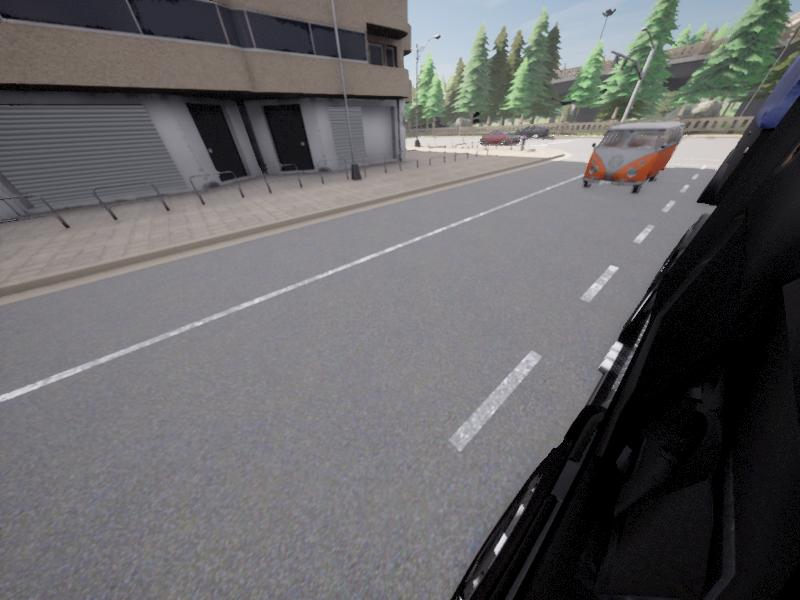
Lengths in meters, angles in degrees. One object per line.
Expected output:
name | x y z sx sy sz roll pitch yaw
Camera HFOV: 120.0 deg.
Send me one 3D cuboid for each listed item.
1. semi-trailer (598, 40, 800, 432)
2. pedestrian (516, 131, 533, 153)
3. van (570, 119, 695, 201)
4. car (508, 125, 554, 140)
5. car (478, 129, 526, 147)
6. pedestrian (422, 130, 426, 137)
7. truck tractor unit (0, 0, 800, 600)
semi-trailer | 8.689 -3.624 4.218 14.254 4.402 2.717 -28 44 -30
pedestrian | 9.645 -12.286 17.970 0.751 1.300 0.751 21 43 28
van | 8.456 -5.237 8.403 4.442 1.987 1.775 -28 44 -30
car | 17.756 -22.856 31.521 1.837 1.490 4.892 -28 44 -29
car | 10.909 -17.548 25.027 1.994 1.385 4.181 -28 44 -30
pedestrian | 4.908 -34.326 47.667 0.500 1.100 0.500 -31 45 -32
truck tractor unit | 2.645 -0.295 0.351 6.516 4.208 3.053 -28 44 -30
